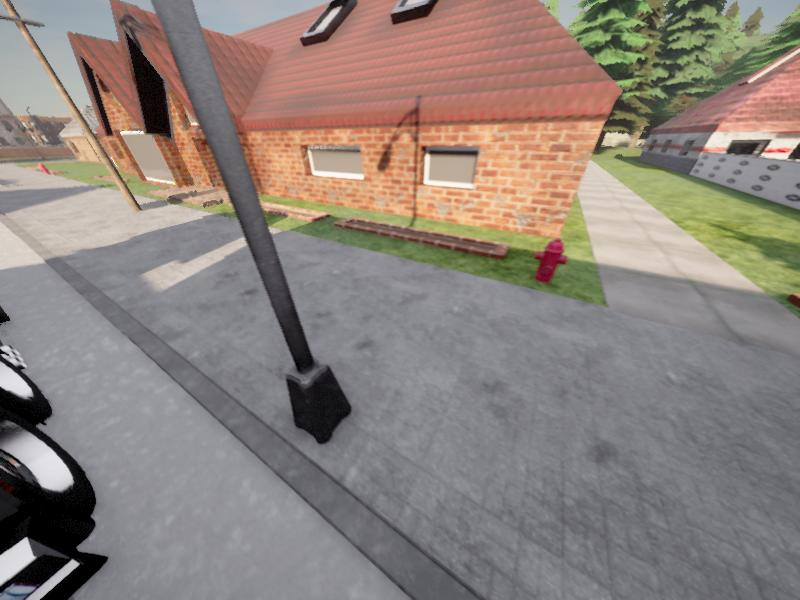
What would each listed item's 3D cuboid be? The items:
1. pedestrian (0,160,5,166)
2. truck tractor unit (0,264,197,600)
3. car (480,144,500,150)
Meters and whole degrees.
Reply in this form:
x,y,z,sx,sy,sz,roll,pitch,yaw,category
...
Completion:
x,y,z,sx,sy,sz,roll,pitch,yaw,category
-42.866,-15.056,24.143,0.751,1.860,0.751,21,40,28,pedestrian
-5.110,-0.301,0.780,6.516,4.208,3.053,18,39,24,truck tractor unit
24.079,-40.995,61.919,4.718,1.301,1.895,18,39,24,car
